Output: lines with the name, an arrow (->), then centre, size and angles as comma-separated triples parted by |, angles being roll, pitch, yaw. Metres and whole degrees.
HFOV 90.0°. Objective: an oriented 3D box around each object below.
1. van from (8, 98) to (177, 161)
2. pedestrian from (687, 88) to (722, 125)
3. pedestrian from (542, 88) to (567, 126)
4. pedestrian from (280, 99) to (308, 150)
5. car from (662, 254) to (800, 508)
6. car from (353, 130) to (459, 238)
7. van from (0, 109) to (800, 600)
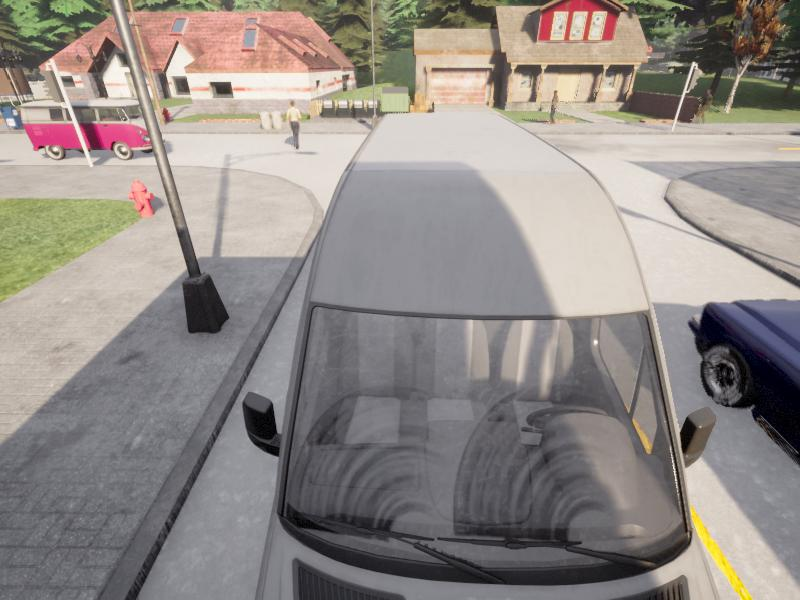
van -> -11.351, -6.449, 15.095 | 4.442, 1.987, 1.775 | 0, 30, 1
pedestrian -> 17.248, -10.974, 22.715 | 0.751, 1.860, 0.751 | 0, 30, 1
pedestrian -> 8.656, -10.842, 22.489 | 0.751, 1.860, 0.751 | -1, 30, -2
pedestrian -> -4.377, -7.296, 16.623 | 0.751, 1.860, 0.751 | -1, 30, -2
car -> 4.127, 1.271, 2.557 | 1.895, 1.301, 4.718 | 1, 30, 1
car -> -0.057, -2.928, 9.493 | 1.789, 1.549, 3.705 | -5, 31, -8
van -> 0.419, 0.049, 3.431 | 1.988, 2.561, 5.915 | 1, 30, 2
